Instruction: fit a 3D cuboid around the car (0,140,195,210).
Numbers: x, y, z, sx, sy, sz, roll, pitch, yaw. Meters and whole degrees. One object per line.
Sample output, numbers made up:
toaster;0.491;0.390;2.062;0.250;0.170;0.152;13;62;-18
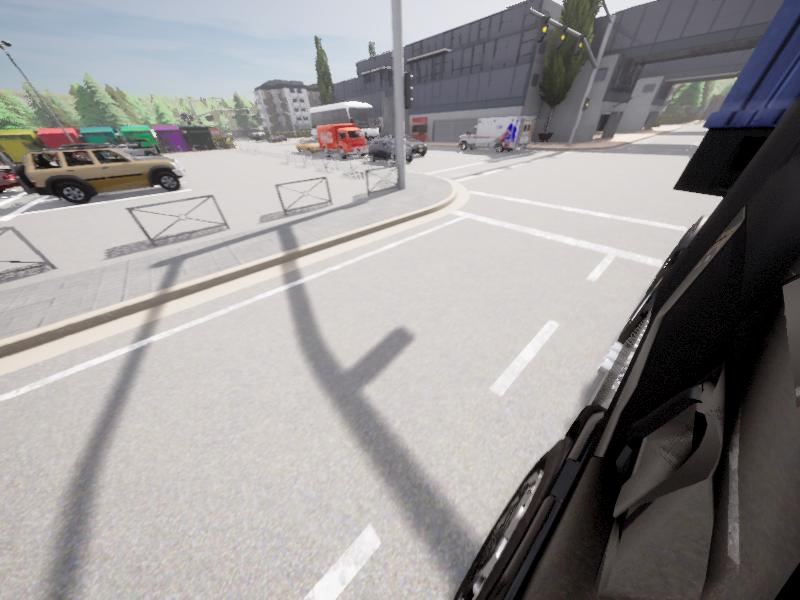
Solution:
car;-11.971;-5.408;9.652;4.605;1.855;1.932;-29;45;-31

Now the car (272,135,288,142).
car;-30.463;-41.052;58.606;2.033;1.411;5.357;-28;44;-30

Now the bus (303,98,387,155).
bus;-6.292;-19.036;25.684;3.944;4.253;10.273;-28;44;-30

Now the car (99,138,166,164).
car;-26.871;-15.162;23.432;3.866;1.878;1.905;-29;45;-31

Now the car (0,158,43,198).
car;-20.459;-4.970;9.944;5.357;1.415;2.033;-29;45;-31

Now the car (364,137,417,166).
car;-0.721;-10.822;16.739;1.845;1.501;3.633;-29;44;-31

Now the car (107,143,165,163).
car;-28.773;-16.229;25.352;3.806;1.475;1.970;-29;45;-31

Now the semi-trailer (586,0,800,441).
semi-trailer;9.825;-2.402;2.563;14.254;4.402;2.717;-12;37;-13

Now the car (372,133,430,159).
car;0.011;-13.577;20.275;2.152;1.651;5.027;-29;45;-31

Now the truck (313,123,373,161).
truck;-5.160;-14.182;20.665;2.627;2.467;5.204;-28;44;-30

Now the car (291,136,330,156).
car;-9.940;-17.127;25.579;1.801;1.575;5.366;-28;44;-30

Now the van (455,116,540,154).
van;8.364;-14.755;20.693;2.351;2.431;6.366;-29;44;-31

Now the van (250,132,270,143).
van;-35.585;-41.305;58.710;4.480;2.038;2.069;23;44;30

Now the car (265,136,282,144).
car;-28.936;-36.678;52.812;1.895;1.301;4.718;-28;44;-30

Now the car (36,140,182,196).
car;-13.847;-6.682;11.451;3.866;1.878;1.905;-29;45;-31

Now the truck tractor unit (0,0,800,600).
truck tractor unit;2.645;-0.295;0.351;6.516;4.208;3.053;-28;44;-30

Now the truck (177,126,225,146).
truck;-51.087;-42.509;59.692;8.468;3.827;2.891;-21;41;-23
